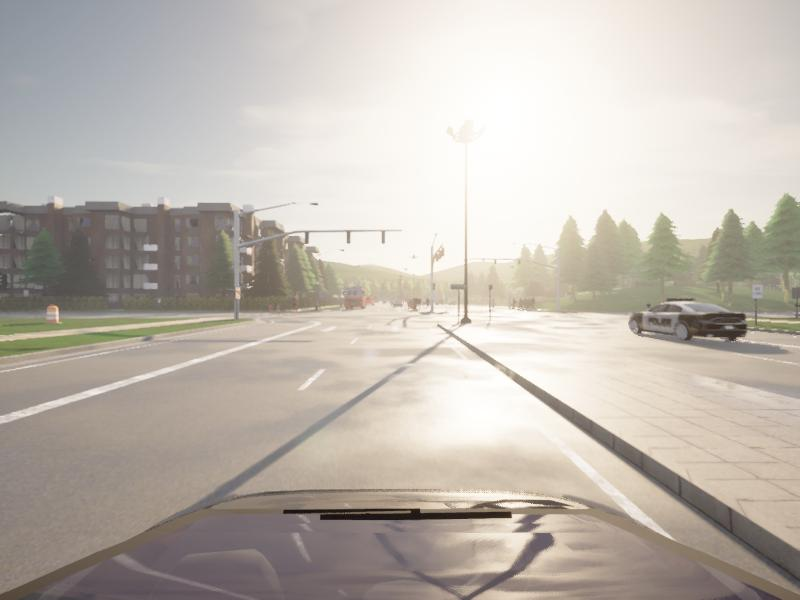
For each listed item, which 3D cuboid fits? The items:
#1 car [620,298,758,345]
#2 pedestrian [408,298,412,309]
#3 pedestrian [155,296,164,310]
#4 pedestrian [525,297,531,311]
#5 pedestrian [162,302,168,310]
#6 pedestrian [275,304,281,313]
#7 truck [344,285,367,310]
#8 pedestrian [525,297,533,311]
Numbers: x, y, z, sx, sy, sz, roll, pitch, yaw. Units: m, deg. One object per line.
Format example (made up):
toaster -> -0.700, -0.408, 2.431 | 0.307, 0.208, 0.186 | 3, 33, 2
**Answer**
car -> 11.506, 0.746, 16.555 | 1.930, 1.638, 5.238 | 0, 0, 0
pedestrian -> 1.682, 0.540, 67.648 | 0.751, 1.860, 0.751 | 0, 0, -3
pedestrian -> -31.165, 0.410, 51.818 | 0.751, 1.860, 0.751 | 0, 0, 15
pedestrian -> 17.500, 0.558, 54.797 | 0.751, 1.860, 0.751 | 0, 0, 10
pedestrian -> -30.741, 0.789, 52.390 | 0.500, 1.100, 0.500 | 0, 0, 25
pedestrian -> -13.875, 0.952, 45.573 | 0.500, 1.100, 0.500 | 0, 0, 2
truck -> -7.170, -0.419, 65.170 | 2.891, 3.827, 8.468 | 0, 0, -1
pedestrian -> 17.385, 0.559, 54.066 | 0.751, 1.860, 0.751 | 0, 0, -23
